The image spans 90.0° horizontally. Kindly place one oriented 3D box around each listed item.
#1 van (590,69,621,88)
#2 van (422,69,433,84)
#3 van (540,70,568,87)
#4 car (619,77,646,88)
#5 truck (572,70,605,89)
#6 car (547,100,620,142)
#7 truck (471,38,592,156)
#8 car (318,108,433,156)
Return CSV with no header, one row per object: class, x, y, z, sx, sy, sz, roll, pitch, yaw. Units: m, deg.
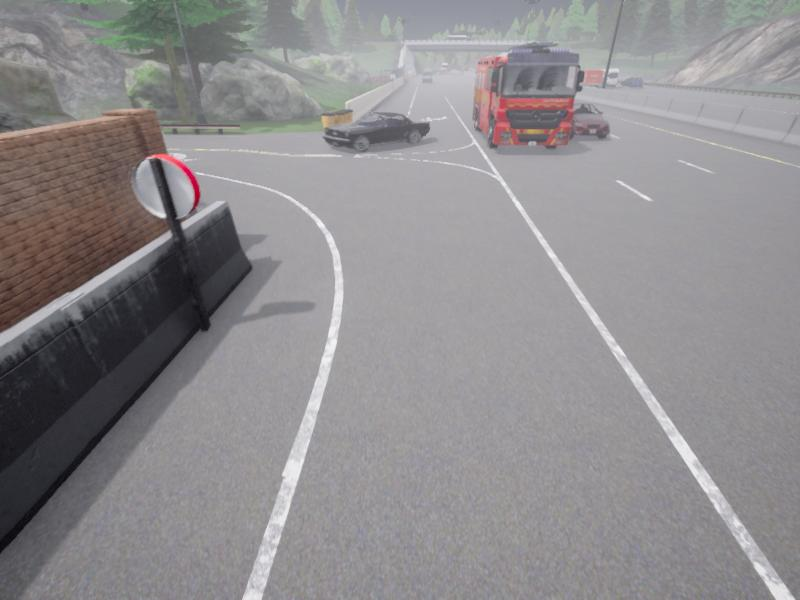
van,32.543,-35.254,63.540,1.988,2.561,5.915,1,30,3
van,5.414,-44.032,78.754,1.988,2.561,5.915,1,30,3
van,25.750,-37.285,67.208,2.351,2.431,6.366,1,30,3
car,35.927,-33.666,61.885,1.816,1.474,4.193,1,30,3
truck,28.913,-34.029,61.571,2.627,2.467,5.204,1,30,3
car,8.858,-8.938,19.777,1.816,1.474,4.193,1,30,3
truck,5.270,-9.357,18.193,2.891,3.827,8.468,1,30,3
car,-0.939,-7.372,17.346,4.718,1.301,1.895,-24,38,-35
